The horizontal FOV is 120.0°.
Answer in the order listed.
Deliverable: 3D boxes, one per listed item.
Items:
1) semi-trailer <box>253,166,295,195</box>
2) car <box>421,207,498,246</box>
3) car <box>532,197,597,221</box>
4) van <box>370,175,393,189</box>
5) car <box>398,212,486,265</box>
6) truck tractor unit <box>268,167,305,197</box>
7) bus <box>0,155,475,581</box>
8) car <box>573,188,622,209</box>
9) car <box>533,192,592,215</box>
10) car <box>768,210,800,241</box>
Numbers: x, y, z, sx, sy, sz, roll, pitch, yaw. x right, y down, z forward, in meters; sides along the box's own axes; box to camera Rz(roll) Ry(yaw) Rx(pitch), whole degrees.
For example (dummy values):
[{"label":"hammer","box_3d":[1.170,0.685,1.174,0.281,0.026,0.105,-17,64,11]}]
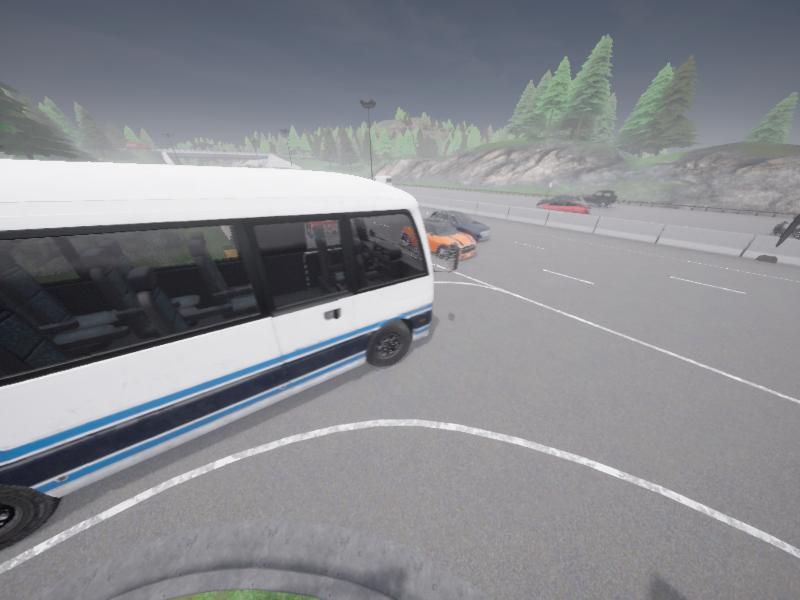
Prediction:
[{"label":"semi-trailer","box_3d":[-24.522,-23.328,44.592,2.717,4.402,14.254,-23,37,-34]},{"label":"car","box_3d":[3.913,-5.287,16.137,2.033,1.649,4.856,-23,37,-34]},{"label":"car","box_3d":[15.932,-8.975,22.624,2.007,1.525,4.514,-23,37,-34]},{"label":"van","box_3d":[-4.250,-26.768,52.427,1.988,2.561,5.915,-23,37,-34]},{"label":"car","box_3d":[2.136,-3.707,13.230,2.097,1.767,4.553,-23,37,-34]},{"label":"truck tractor unit","box_3d":[-19.427,-20.214,39.395,3.053,4.208,6.516,-23,37,-34]},{"label":"bus","box_3d":[-3.966,0.030,4.108,10.273,4.253,3.944,-17,33,-31]},{"label":"car","box_3d":[24.050,-12.463,28.305,1.905,1.878,3.866,-23,37,-34]},{"label":"car","box_3d":[17.725,-10.741,25.413,2.097,1.767,4.553,-23,37,-34]},{"label":"car","box_3d":[27.993,-4.602,14.971,1.851,1.617,3.988,-23,37,-34]}]
